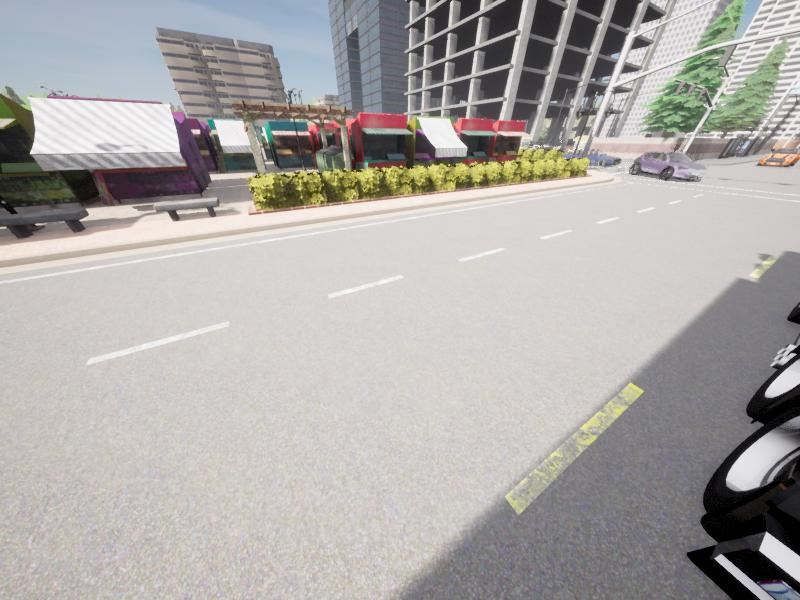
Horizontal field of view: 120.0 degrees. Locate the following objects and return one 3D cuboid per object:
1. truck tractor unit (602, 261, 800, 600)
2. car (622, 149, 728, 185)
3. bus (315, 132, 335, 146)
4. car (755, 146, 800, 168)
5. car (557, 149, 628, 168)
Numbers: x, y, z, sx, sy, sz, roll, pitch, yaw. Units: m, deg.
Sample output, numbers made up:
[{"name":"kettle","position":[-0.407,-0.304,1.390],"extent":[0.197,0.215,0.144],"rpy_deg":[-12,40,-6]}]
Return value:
[{"name":"truck tractor unit","position":[5.104,-0.307,0.788],"extent":[6.516,4.208,3.053],"rpy_deg":[-19,39,-24]},{"name":"car","position":[18.924,-9.545,16.378],"extent":[2.033,1.649,4.856],"rpy_deg":[6,35,4]},{"name":"bus","position":[-28.592,-60.846,87.313],"extent":[3.944,4.253,10.273],"rpy_deg":[-18,39,-25]},{"name":"car","position":[41.595,-15.598,25.129],"extent":[4.553,1.767,2.097],"rpy_deg":[-18,39,-24]},{"name":"car","position":[20.207,-15.135,24.559],"extent":[2.033,1.411,5.357],"rpy_deg":[-18,39,-25]}]
